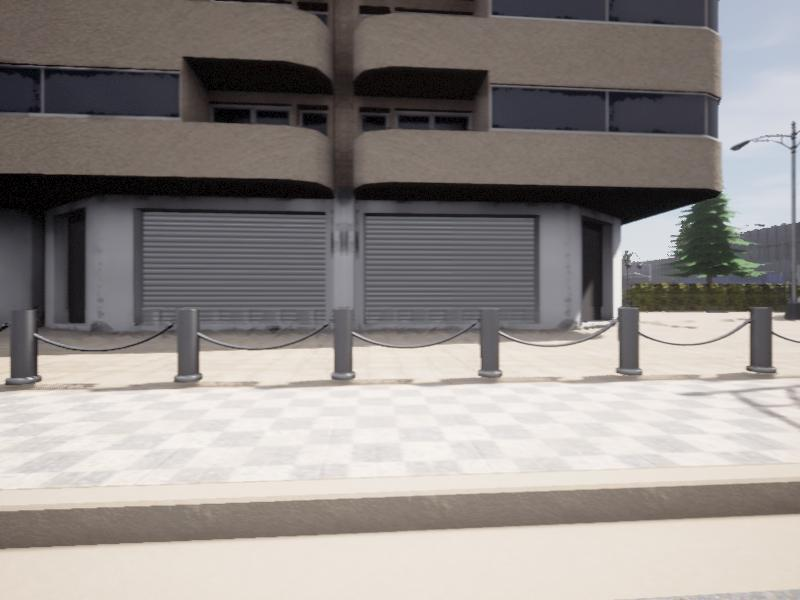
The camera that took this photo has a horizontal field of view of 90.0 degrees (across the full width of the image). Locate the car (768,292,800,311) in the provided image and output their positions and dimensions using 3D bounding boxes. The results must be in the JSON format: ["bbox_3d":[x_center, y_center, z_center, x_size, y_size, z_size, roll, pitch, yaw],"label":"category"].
[{"bbox_3d":[34.954,0.117,34.351,2.242,1.667,4.611,0,0,-5],"label":"car"}]

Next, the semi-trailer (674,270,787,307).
[{"bbox_3d":[43.934,-1.288,54.391,2.717,4.402,14.254,0,0,-4],"label":"semi-trailer"}]
